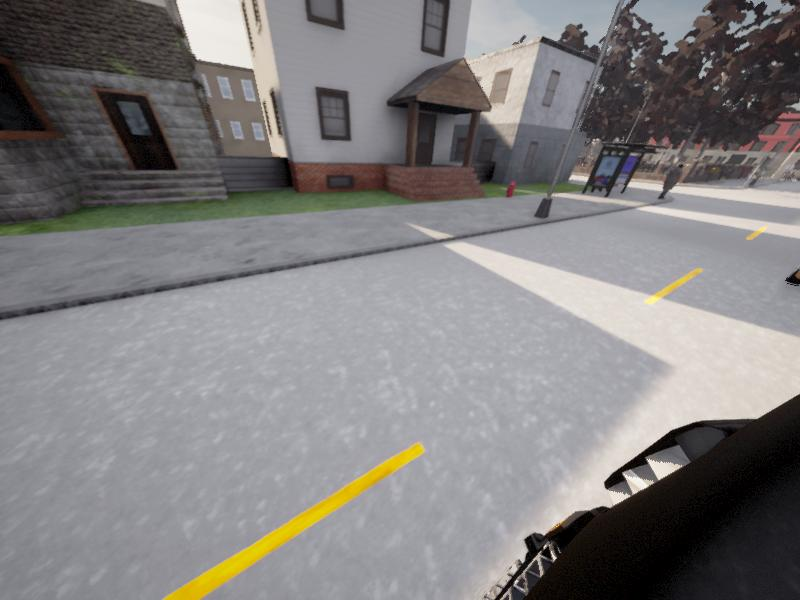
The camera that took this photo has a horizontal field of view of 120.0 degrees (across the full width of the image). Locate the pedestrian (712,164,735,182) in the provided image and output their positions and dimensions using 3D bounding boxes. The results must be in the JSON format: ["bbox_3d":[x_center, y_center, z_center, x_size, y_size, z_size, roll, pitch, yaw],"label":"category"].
[{"bbox_3d":[38.964,-15.279,27.852,0.751,1.860,0.751,-16,38,-26],"label":"pedestrian"}]

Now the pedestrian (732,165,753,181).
[{"bbox_3d":[48.290,-17.941,32.552,0.751,1.860,0.751,-16,38,-26],"label":"pedestrian"}]

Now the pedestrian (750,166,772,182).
[{"bbox_3d":[50.628,-17.724,32.414,0.751,1.860,0.751,-12,37,-22],"label":"pedestrian"}]

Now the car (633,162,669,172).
[{"bbox_3d":[56.734,-30.084,52.307,2.128,1.511,4.902,-16,38,-26],"label":"car"}]

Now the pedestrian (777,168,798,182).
[{"bbox_3d":[61.410,-19.861,36.637,0.751,1.860,0.751,-13,37,-22],"label":"pedestrian"}]

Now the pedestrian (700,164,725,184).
[{"bbox_3d":[34.046,-13.760,25.201,0.751,1.860,0.751,-17,39,-27],"label":"pedestrian"}]

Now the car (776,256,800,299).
[{"bbox_3d":[10.402,-0.940,4.756,5.008,1.535,1.882,-16,38,-26],"label":"car"}]

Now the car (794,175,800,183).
[{"bbox_3d":[70.727,-20.569,39.123,1.789,1.549,3.705,-16,38,-26],"label":"car"}]

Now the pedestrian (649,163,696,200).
[{"bbox_3d":[16.173,-7.056,13.773,0.751,1.860,0.751,-1,34,-6],"label":"pedestrian"}]
